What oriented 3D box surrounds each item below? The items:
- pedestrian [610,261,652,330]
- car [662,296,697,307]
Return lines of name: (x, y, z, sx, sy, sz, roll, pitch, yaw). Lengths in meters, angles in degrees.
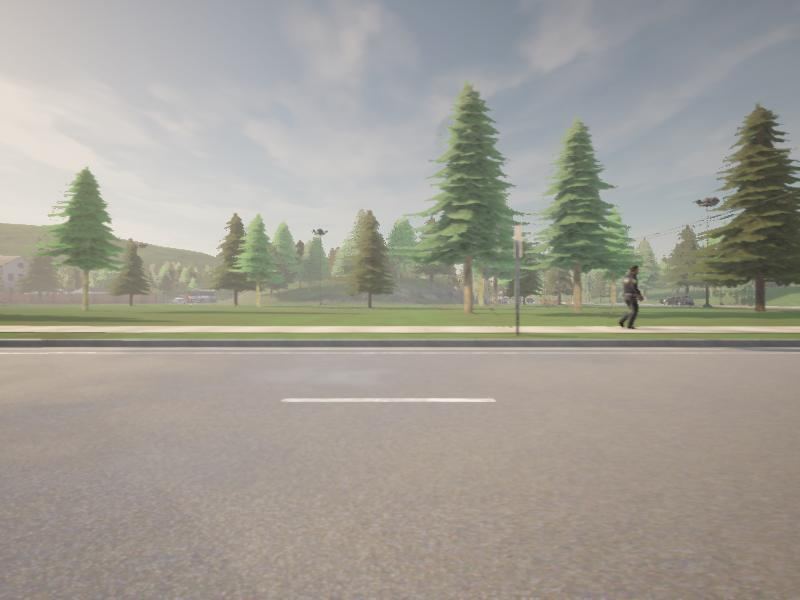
pedestrian: (6.409, -0.115, 11.140, 0.751, 1.860, 0.751, 0, 0, 1)
car: (43.426, 0.168, 62.315, 2.033, 1.649, 4.856, 0, 0, 1)
